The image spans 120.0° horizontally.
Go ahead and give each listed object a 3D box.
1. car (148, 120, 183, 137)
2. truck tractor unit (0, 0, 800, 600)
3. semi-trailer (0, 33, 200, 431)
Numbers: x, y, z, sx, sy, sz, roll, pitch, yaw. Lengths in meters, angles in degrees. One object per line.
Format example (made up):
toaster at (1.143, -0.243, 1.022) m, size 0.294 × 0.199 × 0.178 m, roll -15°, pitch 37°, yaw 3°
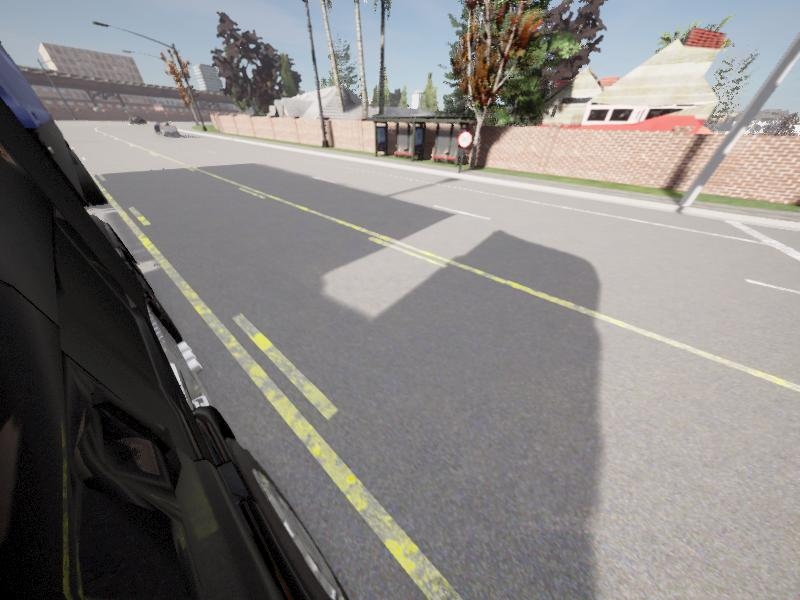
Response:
car at (-28.944, -21.142, 28.510) m, size 3.633 × 1.501 × 1.845 m, roll 28°, pitch 44°, yaw 29°
truck tractor unit at (-2.645, -0.295, 0.351) m, size 6.516 × 4.208 × 3.053 m, roll 28°, pitch 44°, yaw 30°
semi-trailer at (-8.652, -3.630, 4.283) m, size 14.254 × 4.402 × 2.717 m, roll 29°, pitch 44°, yaw 30°
